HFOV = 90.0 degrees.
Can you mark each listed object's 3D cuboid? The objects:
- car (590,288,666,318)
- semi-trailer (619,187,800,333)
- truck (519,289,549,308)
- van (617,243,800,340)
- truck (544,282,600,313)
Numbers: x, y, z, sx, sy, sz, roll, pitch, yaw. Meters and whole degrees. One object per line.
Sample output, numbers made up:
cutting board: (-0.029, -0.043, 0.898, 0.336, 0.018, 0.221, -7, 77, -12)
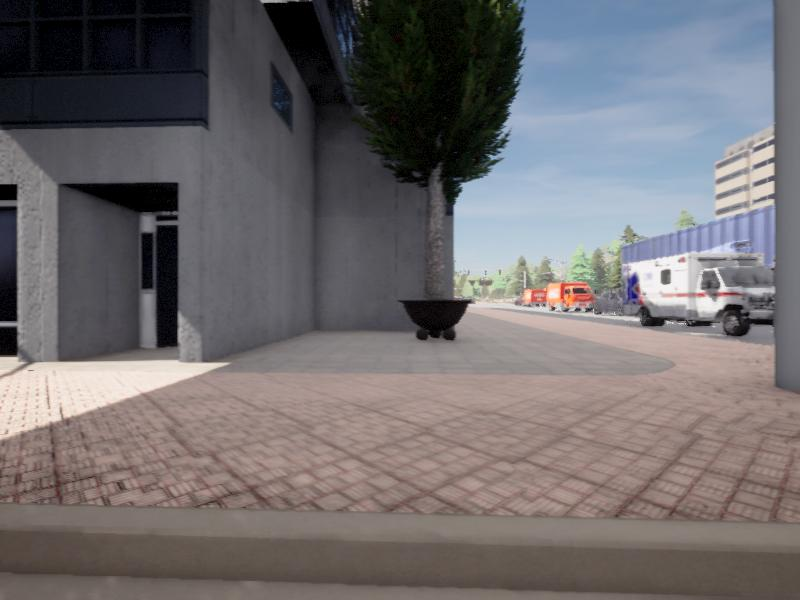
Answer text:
car: (13.960, 0.185, 24.902, 2.242, 1.667, 4.611, 0, 0, 3)
semi-trailer: (13.576, -1.202, 15.633, 2.717, 4.402, 14.254, 0, 0, 2)
truck: (18.850, -0.186, 56.454, 2.627, 2.467, 5.204, 0, 0, 2)
van: (9.956, -0.209, 13.184, 2.351, 2.431, 6.366, 0, 0, 2)
truck: (14.355, -0.216, 33.776, 2.627, 2.467, 5.204, 0, 0, 2)
